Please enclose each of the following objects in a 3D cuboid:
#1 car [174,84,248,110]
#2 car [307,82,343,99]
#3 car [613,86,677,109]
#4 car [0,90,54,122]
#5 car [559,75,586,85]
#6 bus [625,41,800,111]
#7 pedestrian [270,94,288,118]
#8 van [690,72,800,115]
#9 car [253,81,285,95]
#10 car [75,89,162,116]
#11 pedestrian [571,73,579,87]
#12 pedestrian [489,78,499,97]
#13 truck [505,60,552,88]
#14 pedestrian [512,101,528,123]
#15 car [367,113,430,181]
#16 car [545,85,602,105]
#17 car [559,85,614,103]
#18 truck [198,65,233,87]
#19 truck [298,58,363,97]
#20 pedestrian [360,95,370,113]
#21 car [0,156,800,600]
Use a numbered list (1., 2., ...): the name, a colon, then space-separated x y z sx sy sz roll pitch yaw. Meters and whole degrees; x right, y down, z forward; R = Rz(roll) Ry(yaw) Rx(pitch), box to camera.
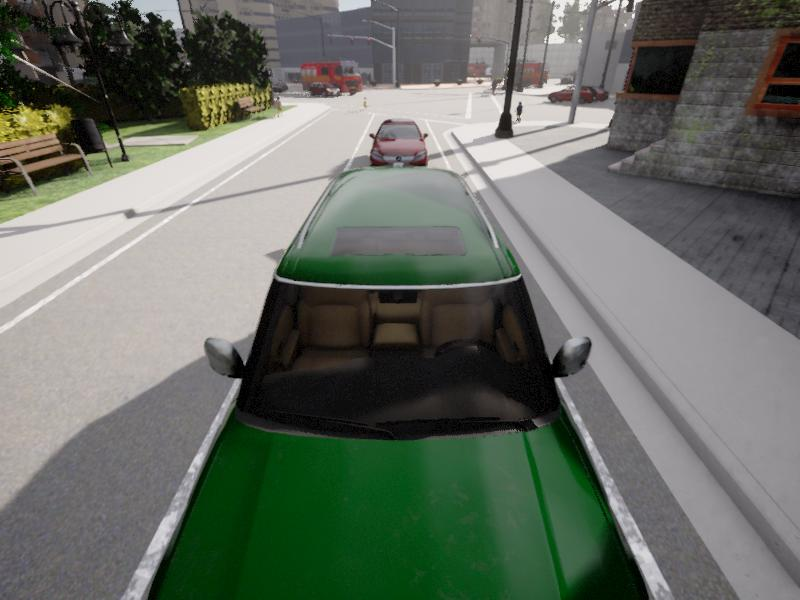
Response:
1. car: -16.010 -17.394 34.138 5.027 1.651 2.152 -26 39 -37
2. car: -8.374 -23.316 44.435 3.806 1.475 1.970 27 39 38
3. car: 19.973 -16.593 32.734 1.970 1.475 3.806 -27 39 -37
4. car: -25.915 -12.479 25.741 5.027 1.651 2.152 -26 39 -37
5. car: 31.964 -40.690 74.019 4.974 1.542 2.038 -20 36 -31
6. bus: 24.704 -17.859 32.060 3.944 4.253 10.273 -27 39 -38
7. pedestrian: -7.718 -12.378 25.532 0.751 1.300 0.751 1 30 2
8. van: 24.849 -14.631 28.239 6.366 2.431 2.351 26 39 38
9. car: -16.983 -27.559 51.952 1.994 1.385 4.181 -27 39 -37
10. car: -20.957 -14.879 29.981 4.792 1.488 2.163 -26 39 -37
11. pedestrian: 28.018 -35.268 64.094 0.751 1.860 0.751 20 36 30
12. pedestrian: 10.612 -24.029 45.180 0.751 1.860 0.751 7 31 12
13. truck: 20.935 -36.763 65.046 8.468 3.827 2.891 -26 39 -37
14. pedestrian: 6.875 -10.805 22.961 0.500 1.100 0.500 -10 32 -17
15. car: -0.040 -5.424 13.842 1.812 1.442 4.674 0 30 0
16. car: 15.690 -18.726 36.446 1.816 1.474 4.193 -27 39 -38
17. car: 18.010 -20.010 38.749 4.181 1.385 1.994 27 39 38
18. truck: -38.125 -46.296 82.667 8.468 3.827 2.891 26 39 38
19. truck: -8.407 -26.829 48.149 8.468 3.827 2.891 27 39 38
20. pedestrian: -2.628 -14.647 29.893 0.500 1.100 0.500 16 34 25
21. car: -0.014 0.338 3.435 2.150 2.045 5.566 0 30 0
